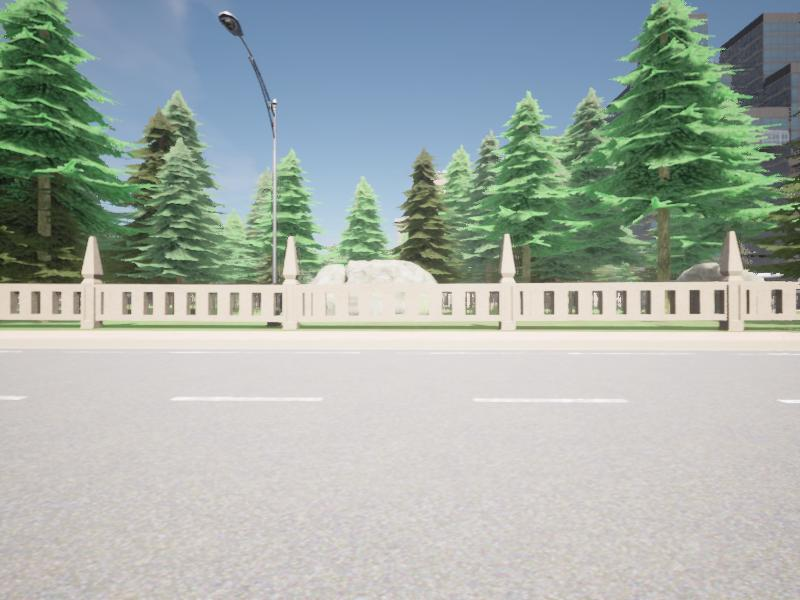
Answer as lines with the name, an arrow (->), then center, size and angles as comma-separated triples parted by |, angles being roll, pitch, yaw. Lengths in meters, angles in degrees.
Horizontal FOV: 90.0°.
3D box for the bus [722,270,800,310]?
bus -> 44.864, -1.088, 48.177 | 3.944, 4.253, 10.273 | 0, 0, 1
